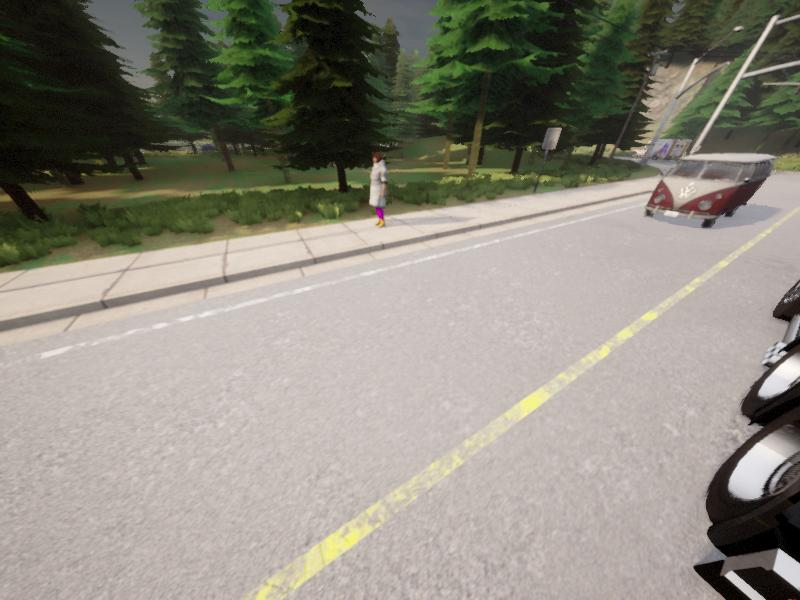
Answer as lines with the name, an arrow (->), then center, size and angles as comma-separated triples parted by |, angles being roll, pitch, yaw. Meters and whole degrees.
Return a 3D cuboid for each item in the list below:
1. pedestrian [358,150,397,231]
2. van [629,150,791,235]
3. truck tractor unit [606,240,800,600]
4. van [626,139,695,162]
pedestrian -> -0.575, -3.003, 6.378 | 0.751, 1.860, 0.751 | -16, 38, -22
van -> 10.416, -3.811, 7.824 | 4.442, 1.987, 1.775 | -18, 39, -24
truck tractor unit -> 5.067, -0.344, 0.836 | 6.516, 4.208, 3.053 | -20, 40, -26
van -> 36.423, -21.271, 32.744 | 2.351, 2.431, 6.366 | 0, 35, 0
